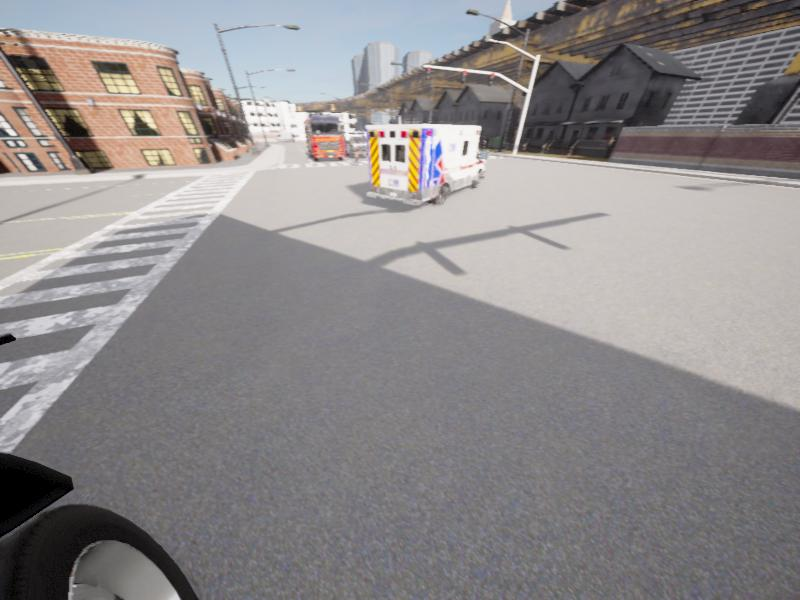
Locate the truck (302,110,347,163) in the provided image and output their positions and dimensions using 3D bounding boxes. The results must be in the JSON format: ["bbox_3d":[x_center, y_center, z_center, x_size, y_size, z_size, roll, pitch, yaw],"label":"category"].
[{"bbox_3d":[-8.084,-17.021,24.154,2.891,3.827,8.468,-13,38,-17],"label":"truck"}]

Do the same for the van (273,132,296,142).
[{"bbox_3d":[-36.194,-51.155,72.634,5.915,2.561,1.988,3,36,5],"label":"van"}]

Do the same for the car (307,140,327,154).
[{"bbox_3d":[-11.576,-21.235,31.996,1.837,1.490,4.892,-13,38,-17],"label":"car"}]

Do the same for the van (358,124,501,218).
[{"bbox_3d":[1.557,-5.552,9.411,2.351,2.431,6.366,24,43,30],"label":"van"}]

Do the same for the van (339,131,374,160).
[{"bbox_3d":[-5.037,-17.607,26.129,2.351,2.431,6.366,-13,38,-17],"label":"van"}]

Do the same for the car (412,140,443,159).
[{"bbox_3d":[2.943,-16.565,25.363,1.789,1.549,3.705,-13,38,-17],"label":"car"}]

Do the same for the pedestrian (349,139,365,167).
[{"bbox_3d":[-3.475,-11.852,18.604,0.751,1.860,0.751,-30,45,-35],"label":"pedestrian"}]

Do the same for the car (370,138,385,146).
[{"bbox_3d":[-4.887,-33.609,49.083,1.812,1.442,4.674,-13,38,-17],"label":"car"}]

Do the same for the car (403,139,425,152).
[{"bbox_3d":[2.048,-23.406,34.893,1.970,1.475,3.806,-13,38,-17],"label":"car"}]

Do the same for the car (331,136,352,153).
[{"bbox_3d":[-8.441,-22.334,33.160,1.932,1.855,4.605,-13,38,-17],"label":"car"}]
